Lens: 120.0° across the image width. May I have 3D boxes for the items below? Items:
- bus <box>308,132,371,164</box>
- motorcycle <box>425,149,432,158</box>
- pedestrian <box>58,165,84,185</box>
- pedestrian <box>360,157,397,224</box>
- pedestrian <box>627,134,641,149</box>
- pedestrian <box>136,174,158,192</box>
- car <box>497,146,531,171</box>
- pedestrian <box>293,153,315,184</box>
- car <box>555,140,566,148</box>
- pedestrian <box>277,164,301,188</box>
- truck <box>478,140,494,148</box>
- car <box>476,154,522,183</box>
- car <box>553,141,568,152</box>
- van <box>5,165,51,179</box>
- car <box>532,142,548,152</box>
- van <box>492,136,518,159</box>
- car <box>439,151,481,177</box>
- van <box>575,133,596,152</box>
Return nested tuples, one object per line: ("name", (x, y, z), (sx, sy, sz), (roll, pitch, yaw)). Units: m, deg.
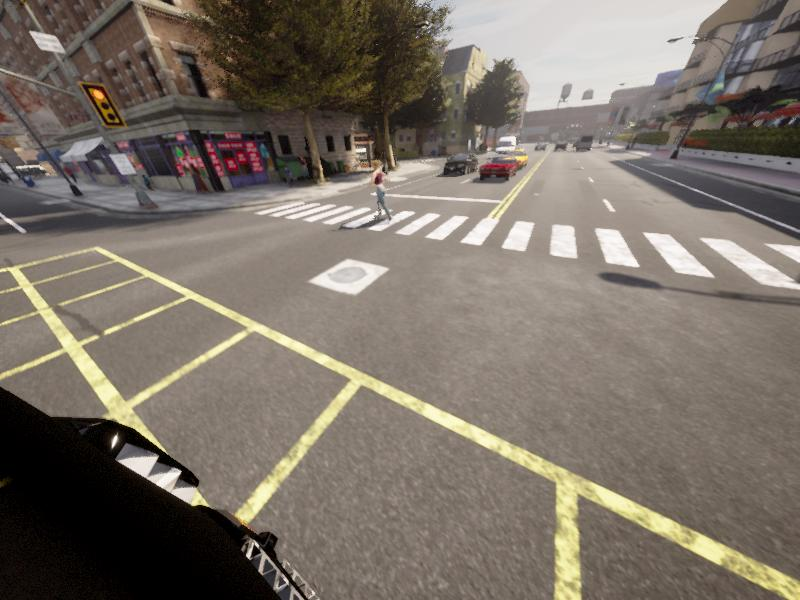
("bus", (-10.617, -26.623, 40.740), (10.273, 4.253, 3.944), (16, 38, 26))
("motorcycle", (5.276, -27.200, 42.792), (0.764, 1.277, 2.356), (-11, 33, 7))
("pedestrian", (-35.611, -13.563, 25.011), (0.751, 1.860, 0.751), (16, 38, 26))
("pedestrian", (-0.673, -3.579, 7.616), (0.751, 1.860, 0.751), (16, 38, 26))
("pedestrian", (35.564, -24.034, 35.078), (0.751, 1.860, 0.751), (-28, 41, -32))
("pedestrian", (-18.519, -8.592, 16.922), (0.500, 1.100, 0.500), (14, 37, 24))
("car", (10.295, -12.708, 20.699), (1.801, 1.575, 5.366), (16, 38, 26))
("pedestrian", (-6.762, -9.279, 16.341), (0.751, 1.860, 0.751), (14, 37, 24))
("car", (40.989, -39.879, 58.956), (1.851, 1.617, 3.988), (16, 38, 26))
("pedestrian", (-7.320, -8.203, 15.282), (0.751, 1.300, 0.751), (8, 35, 16))
("truck", (32.495, -59.025, 87.397), (5.204, 2.467, 2.627), (16, 38, 26))
("car", (6.894, -9.132, 15.877), (1.895, 1.301, 4.718), (16, 38, 26))
("car", (30.247, -28.972, 43.521), (1.837, 1.490, 4.892), (16, 37, 26))
("van", (-75.663, -26.119, 47.086), (2.069, 2.038, 4.480), (20, 39, 30))
("car", (28.509, -31.150, 46.903), (2.128, 1.511, 4.902), (16, 38, 26))
("van", (15.315, -22.155, 33.566), (1.988, 2.561, 5.915), (16, 38, 26))
("car", (5.079, -11.312, 19.101), (1.837, 1.490, 4.892), (16, 38, 26))
("van", (32.683, -27.959, 40.882), (1.988, 2.561, 5.915), (16, 38, 26))
